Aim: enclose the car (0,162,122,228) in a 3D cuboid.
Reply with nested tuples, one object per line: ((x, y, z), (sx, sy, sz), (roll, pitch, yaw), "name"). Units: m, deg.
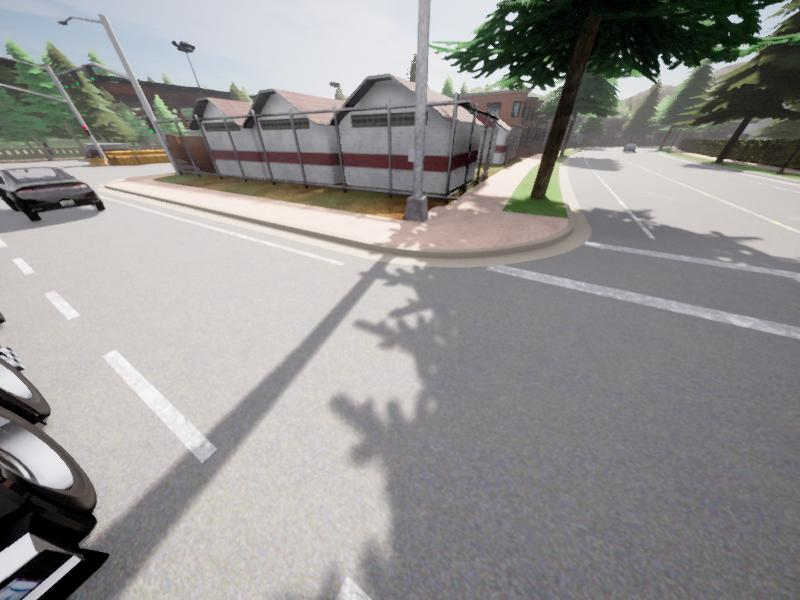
((-13.354, -4.116, 8.660), (4.902, 1.511, 2.128), (18, 39, 24), "car")

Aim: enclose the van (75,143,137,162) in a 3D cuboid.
((-39.763, -20.158, 31.416), (1.775, 1.987, 4.442), (16, 38, 22), "van")

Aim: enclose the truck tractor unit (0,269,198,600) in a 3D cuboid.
((-5.126, -0.283, 0.777), (6.516, 4.208, 3.053), (18, 39, 24), "truck tractor unit")

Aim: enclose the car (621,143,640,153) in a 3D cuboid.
((43.420, -28.716, 43.601), (2.033, 1.411, 5.357), (25, 42, 31), "car")
